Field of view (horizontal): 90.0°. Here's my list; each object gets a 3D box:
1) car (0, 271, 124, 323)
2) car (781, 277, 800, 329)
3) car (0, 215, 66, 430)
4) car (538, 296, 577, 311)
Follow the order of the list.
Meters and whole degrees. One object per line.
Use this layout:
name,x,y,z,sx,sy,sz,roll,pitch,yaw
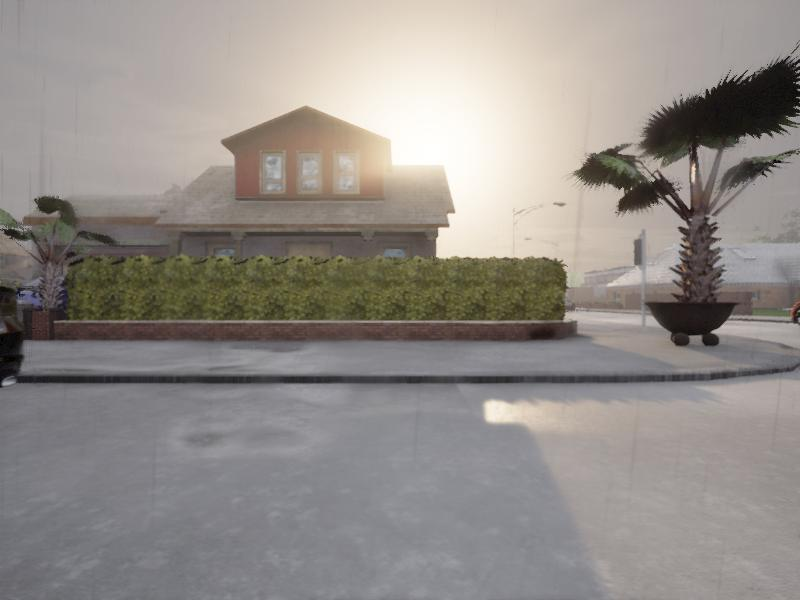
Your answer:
car,-11.290,-0.084,13.285,1.845,1.501,3.633,0,0,-3
car,14.482,0.099,11.873,2.097,1.767,4.553,0,0,2
car,-5.679,0.183,2.704,5.238,1.638,1.930,0,0,0
car,14.634,0.316,37.384,1.994,1.385,4.181,0,0,0
